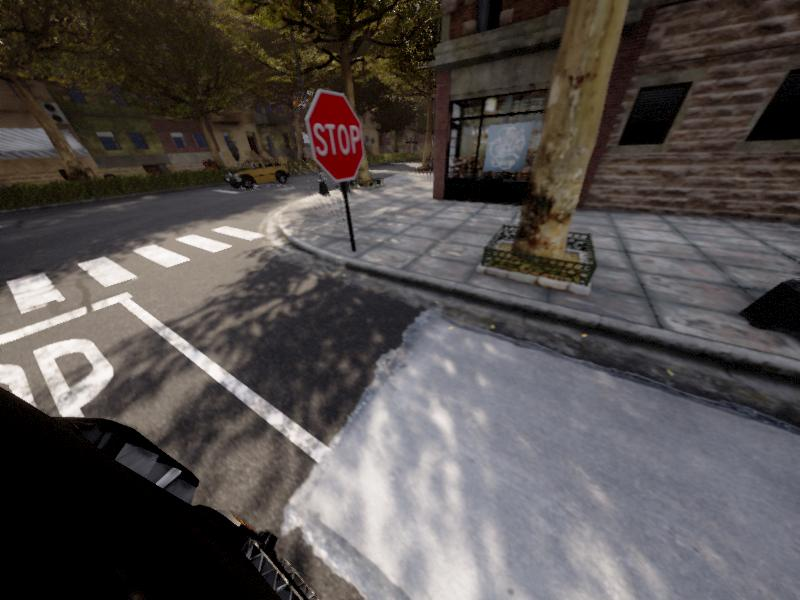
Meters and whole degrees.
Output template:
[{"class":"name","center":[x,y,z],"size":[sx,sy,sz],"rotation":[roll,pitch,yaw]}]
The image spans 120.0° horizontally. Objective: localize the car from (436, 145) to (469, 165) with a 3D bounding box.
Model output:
[{"class":"car","center":[7.174,-19.805,31.400],"size":[2.435,2.045,5.566],"rotation":[17,38,27]}]

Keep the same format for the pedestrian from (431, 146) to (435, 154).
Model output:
[{"class":"pedestrian","center":[9.269,-42.646,65.481],"size":[0.751,1.860,0.751],"rotation":[-25,39,-29]}]

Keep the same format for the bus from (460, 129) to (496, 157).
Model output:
[{"class":"bus","center":[16.577,-32.905,48.464],"size":[3.944,4.253,10.273],"rotation":[17,38,27]}]

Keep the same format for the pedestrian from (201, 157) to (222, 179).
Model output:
[{"class":"pedestrian","center":[-18.830,-13.222,23.147],"size":[0.751,1.860,0.751],"rotation":[17,38,27]}]

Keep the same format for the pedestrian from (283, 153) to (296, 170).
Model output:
[{"class":"pedestrian","center":[-14.025,-17.583,29.376],"size":[0.751,1.860,0.751],"rotation":[20,40,30]}]

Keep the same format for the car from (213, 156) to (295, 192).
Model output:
[{"class":"car","center":[-10.895,-9.760,17.678],"size":[1.932,1.855,4.605],"rotation":[17,39,26]}]

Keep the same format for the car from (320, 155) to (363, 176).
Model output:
[{"class":"car","center":[-6.020,-14.226,24.312],"size":[1.851,1.617,3.988],"rotation":[17,38,27]}]
